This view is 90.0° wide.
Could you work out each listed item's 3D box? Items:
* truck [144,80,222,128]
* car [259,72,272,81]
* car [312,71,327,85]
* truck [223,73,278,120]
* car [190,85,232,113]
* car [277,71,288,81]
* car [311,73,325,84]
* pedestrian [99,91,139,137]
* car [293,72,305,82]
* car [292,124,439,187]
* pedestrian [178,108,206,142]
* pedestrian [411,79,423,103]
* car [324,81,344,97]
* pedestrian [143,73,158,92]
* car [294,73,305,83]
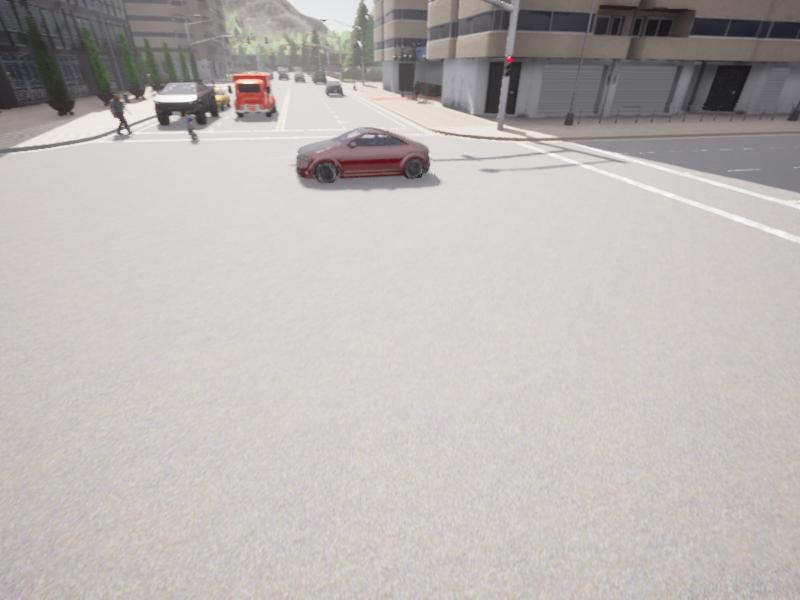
[{"bbox_3d":[-12.660,-11.840,23.917,2.390,2.098,6.274,-6,31,-11],"label":"truck"},{"bbox_3d":[-29.069,-48.439,86.753,2.163,1.488,4.792,-6,31,-11],"label":"car"},{"bbox_3d":[-14.410,-39.874,71.803,2.150,2.045,5.566,-6,31,-11],"label":"car"},{"bbox_3d":[-9.879,-13.814,26.982,2.627,2.467,5.204,-6,31,-11],"label":"truck"},{"bbox_3d":[-14.334,-15.497,30.645,1.801,1.575,5.366,-6,31,-11],"label":"car"},{"bbox_3d":[-25.862,-49.433,88.131,1.905,1.878,3.866,-6,31,-11],"label":"car"},{"bbox_3d":[-16.234,-43.716,78.889,2.242,1.667,4.611,-6,31,-11],"label":"car"},{"bbox_3d":[-13.058,-8.647,18.637,0.751,1.860,0.751,5,31,8],"label":"pedestrian"},{"bbox_3d":[-22.128,-48.926,87.672,2.242,1.667,4.611,-6,31,-11],"label":"car"},{"bbox_3d":[-1.141,-4.583,12.475,4.181,1.385,1.994,-6,31,-12],"label":"car"},{"bbox_3d":[-9.266,-7.837,17.887,0.751,1.300,0.751,-7,31,-13],"label":"pedestrian"},{"bbox_3d":[1.530,-18.854,36.089,0.751,1.860,0.751,-11,32,-20],"label":"pedestrian"},{"bbox_3d":[-7.732,-24.587,46.457,1.812,1.442,4.674,-6,31,-11],"label":"car"},{"bbox_3d":[-28.181,-24.602,45.220,0.751,1.860,0.751,-6,31,-12],"label":"pedestrian"},{"bbox_3d":[-19.714,-43.532,78.447,2.038,1.542,4.974,-6,31,-11],"label":"car"}]
